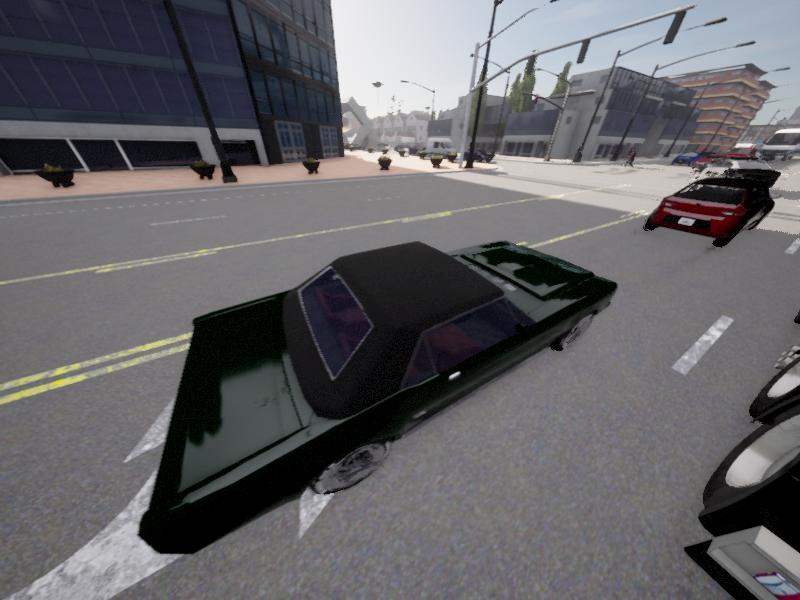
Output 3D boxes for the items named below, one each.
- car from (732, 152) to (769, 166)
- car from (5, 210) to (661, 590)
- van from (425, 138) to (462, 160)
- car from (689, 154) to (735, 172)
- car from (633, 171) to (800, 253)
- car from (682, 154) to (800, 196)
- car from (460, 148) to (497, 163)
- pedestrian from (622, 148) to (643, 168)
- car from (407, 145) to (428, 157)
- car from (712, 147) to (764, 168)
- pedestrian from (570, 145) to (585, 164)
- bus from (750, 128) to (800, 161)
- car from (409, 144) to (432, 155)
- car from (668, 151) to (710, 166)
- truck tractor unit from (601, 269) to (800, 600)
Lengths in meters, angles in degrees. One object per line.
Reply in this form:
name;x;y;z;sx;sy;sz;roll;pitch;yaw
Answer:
car;49.126;-19.809;32.369;4.674;1.442;1.812;-18;39;-24
car;0.417;0.123;2.688;4.718;1.301;1.895;-18;39;-24
van;6.340;-22.751;34.688;1.988;2.561;5.915;-17;38;-24
car;33.673;-14.860;24.947;4.674;1.442;1.812;-19;39;-27
car;9.418;-2.824;6.876;4.193;1.474;1.816;-18;39;-24
car;20.487;-7.911;14.310;1.930;1.638;5.238;18;38;22
car;9.977;-18.567;29.637;1.816;1.474;4.193;-17;38;-24
pedestrian;25.342;-15.504;25.248;0.751;1.860;0.751;15;37;20
car;3.004;-25.667;39.731;1.845;1.501;3.633;-17;39;-25
car;42.424;-17.919;29.037;5.566;2.045;2.150;-17;39;-24
pedestrian;21.598;-17.741;28.131;0.751;1.860;0.751;16;37;21
bus;65.153;-26.179;38.865;10.273;4.253;3.944;-18;39;-24
car;3.886;-29.036;44.572;1.930;1.638;5.238;-16;37;-23
car;38.077;-18.642;30.443;5.008;1.535;1.882;-17;38;-24
truck tractor unit;5.119;-0.291;0.770;6.516;4.208;3.053;-18;39;-24
